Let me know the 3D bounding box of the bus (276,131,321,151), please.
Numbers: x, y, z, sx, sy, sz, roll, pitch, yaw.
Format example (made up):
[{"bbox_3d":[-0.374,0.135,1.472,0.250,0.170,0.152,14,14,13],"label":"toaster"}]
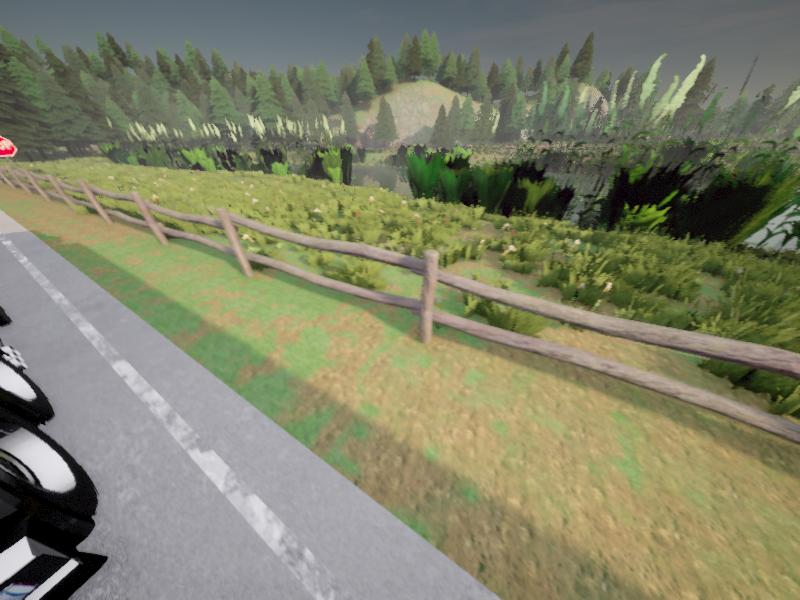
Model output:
[{"bbox_3d":[-27.559,-43.331,63.013,10.273,4.253,3.944,12,37,17],"label":"bus"}]

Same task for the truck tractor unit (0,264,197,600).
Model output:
[{"bbox_3d":[-5.118,-0.293,0.788,6.516,4.208,3.053,18,39,24],"label":"truck tractor unit"}]
